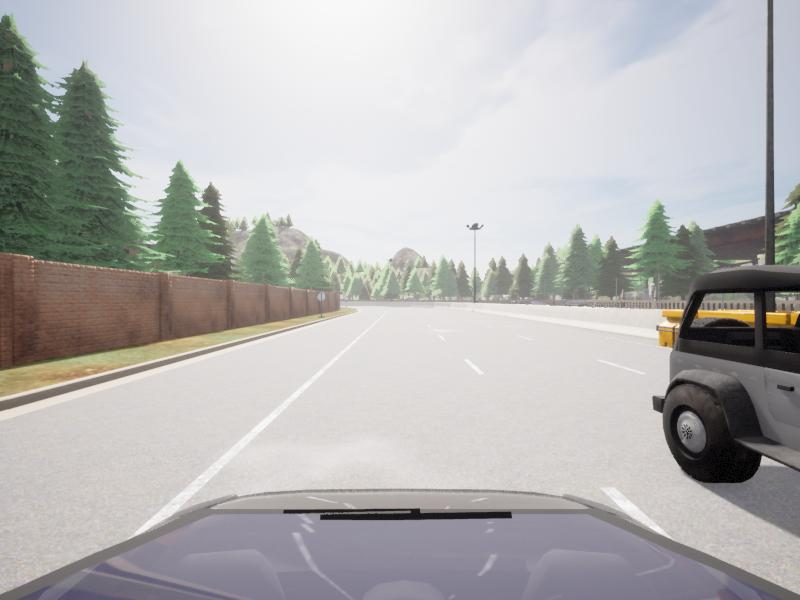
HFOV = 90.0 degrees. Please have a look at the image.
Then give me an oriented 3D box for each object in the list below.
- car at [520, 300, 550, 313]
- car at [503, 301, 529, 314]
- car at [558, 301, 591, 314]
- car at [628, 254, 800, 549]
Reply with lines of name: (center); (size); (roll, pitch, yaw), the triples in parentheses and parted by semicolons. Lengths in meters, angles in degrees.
car: (17.441, 0.827, 51.859); (2.038, 1.542, 4.974); (0, 0, -2)
car: (14.009, 0.853, 48.564); (1.970, 1.475, 3.806); (0, 0, 0)
car: (21.011, 0.845, 48.470); (1.837, 1.490, 4.892); (0, 0, -1)
car: (3.501, 0.646, 2.535); (1.905, 1.878, 3.866); (0, 0, 0)
